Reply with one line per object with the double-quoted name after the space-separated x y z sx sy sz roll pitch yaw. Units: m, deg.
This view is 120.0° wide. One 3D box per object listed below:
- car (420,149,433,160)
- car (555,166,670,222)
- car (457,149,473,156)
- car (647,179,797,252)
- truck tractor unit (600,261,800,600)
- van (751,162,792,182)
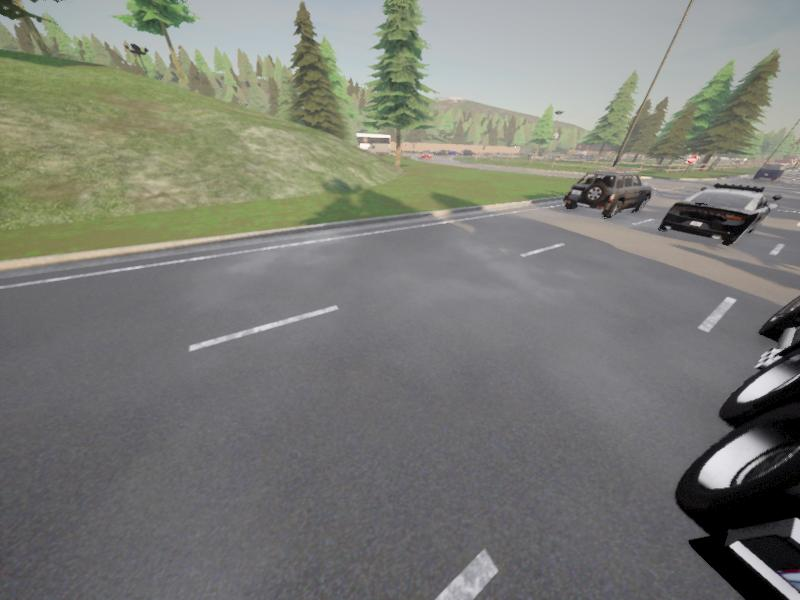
5.364 -30.112 47.846 2.242 1.667 4.611 3 34 1 "car"
9.930 -5.110 10.844 4.605 1.855 1.932 -17 38 -26 "car"
20.074 -45.391 71.154 4.605 1.855 1.932 -17 38 -26 "car"
11.923 -3.344 8.552 5.238 1.638 1.930 -17 38 -26 "car"
5.223 -0.131 0.880 6.516 4.208 3.053 -14 42 -28 "truck tractor unit"
49.212 -17.001 30.610 4.442 1.987 1.775 -17 38 -26 "van"
